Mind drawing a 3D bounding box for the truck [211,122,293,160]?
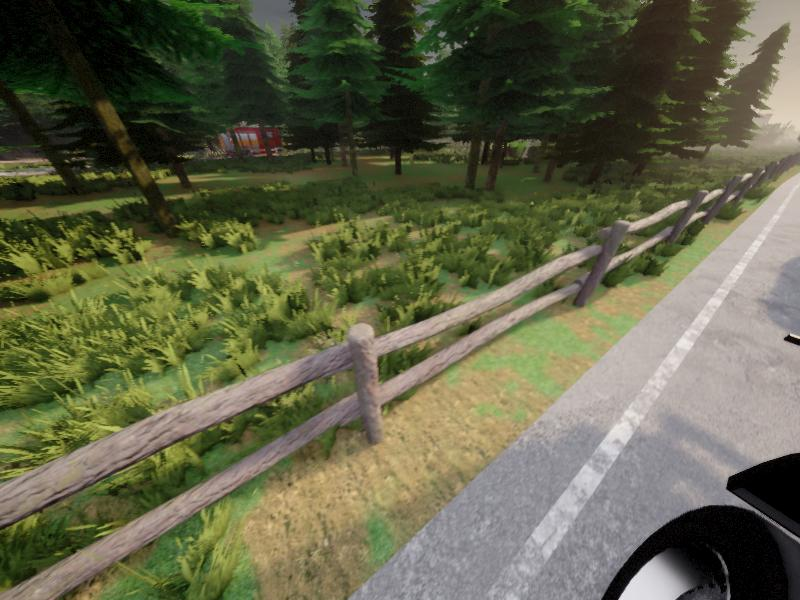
[{"bbox_3d":[-19.714,-21.889,31.757,2.891,3.827,8.468,18,39,24],"label":"truck"}]

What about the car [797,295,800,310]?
[{"bbox_3d":[8.586,-0.608,3.512,4.181,1.385,1.994,-21,40,-27],"label":"car"}]
